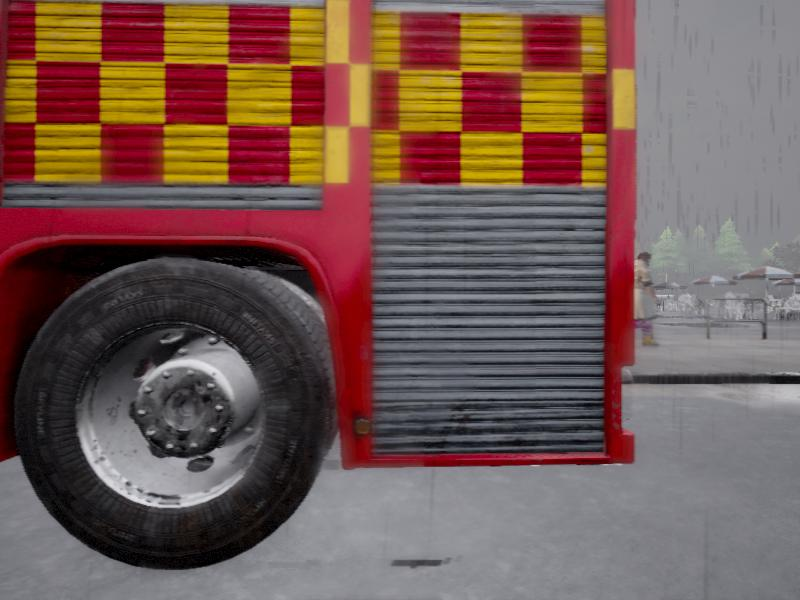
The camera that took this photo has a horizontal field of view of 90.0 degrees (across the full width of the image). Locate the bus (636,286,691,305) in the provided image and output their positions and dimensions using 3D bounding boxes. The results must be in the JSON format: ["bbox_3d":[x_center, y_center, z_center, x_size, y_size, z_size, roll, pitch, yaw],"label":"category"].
[{"bbox_3d":[61.411,-1.089,93.485,10.273,4.253,3.944,0,0,-1],"label":"bus"}]

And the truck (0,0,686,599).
[{"bbox_3d":[-3.278,-0.925,2.715,8.468,3.827,2.891,0,0,-2],"label":"truck"}]

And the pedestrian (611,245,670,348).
[{"bbox_3d":[4.578,-0.064,7.662,0.751,1.860,0.751,0,0,11],"label":"pedestrian"}]
